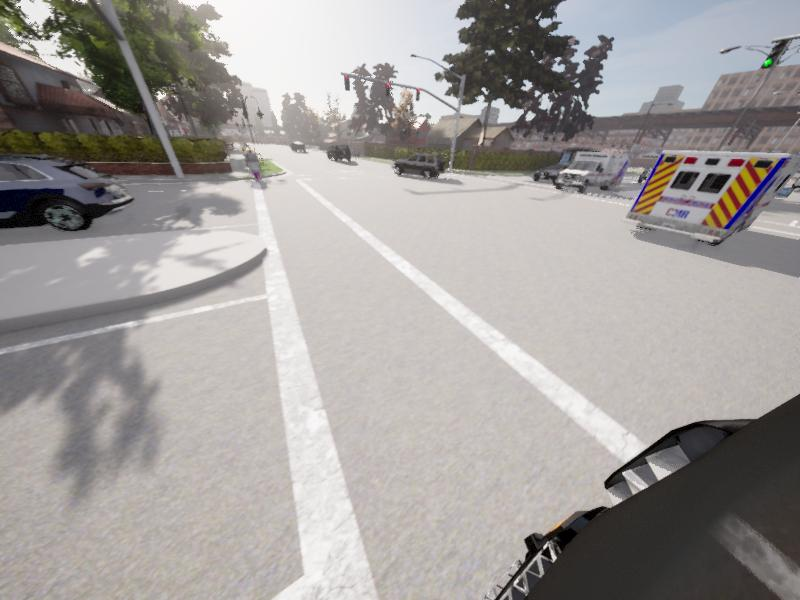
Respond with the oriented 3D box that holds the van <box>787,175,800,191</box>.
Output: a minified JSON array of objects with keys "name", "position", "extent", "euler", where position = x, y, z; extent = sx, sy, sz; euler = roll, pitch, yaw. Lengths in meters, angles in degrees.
[{"name":"van","position":[45.803,-13.392,25.382],"extent":[5.915,2.561,1.988],"euler":[-15,38,-26]}]

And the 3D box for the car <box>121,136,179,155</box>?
[{"name":"car","position":[-27.266,-16.999,25.430],"extent":[3.806,1.475,1.970],"euler":[-15,38,-25]}]

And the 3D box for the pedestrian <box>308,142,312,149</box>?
[{"name":"pedestrian","position":[-29.435,-50.713,75.780],"extent":[0.751,1.860,0.751],"euler":[-16,38,-26]}]

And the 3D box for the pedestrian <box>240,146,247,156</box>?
[{"name":"pedestrian","position":[-21.979,-21.005,32.521],"extent":[0.500,1.100,0.500],"euler":[-15,38,-25]}]

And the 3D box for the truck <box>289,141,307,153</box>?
[{"name":"truck","position":[-24.469,-36.720,55.360],"extent":[2.390,2.098,6.274],"euler":[-16,38,-26]}]

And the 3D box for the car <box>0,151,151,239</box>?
[{"name":"car","position":[-9.941,-2.554,5.543],"extent":[4.856,1.649,2.033],"euler":[-16,38,-26]}]

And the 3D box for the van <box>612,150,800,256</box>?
[{"name":"van","position":[10.866,-3.594,8.014],"extent":[6.366,2.431,2.351],"euler":[-16,38,-26]}]

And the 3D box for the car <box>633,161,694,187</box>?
[{"name":"car","position":[27.395,-13.147,24.025],"extent":[5.566,2.045,2.150],"euler":[-16,38,-26]}]

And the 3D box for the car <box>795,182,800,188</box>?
[{"name":"car","position":[52.561,-14.904,29.020],"extent":[5.027,1.651,2.152],"euler":[-16,38,-26]}]

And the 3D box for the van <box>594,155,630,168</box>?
[{"name":"van","position":[54.431,-35.629,59.469],"extent":[1.988,2.561,5.915],"euler":[-15,38,-25]}]

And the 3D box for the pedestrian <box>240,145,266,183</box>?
[{"name":"pedestrian","position":[-8.460,-7.833,13.346],"extent":[0.751,1.860,0.751],"euler":[-18,39,-29]}]

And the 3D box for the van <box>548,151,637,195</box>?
[{"name":"van","position":[14.384,-9.558,17.260],"extent":[6.366,2.431,2.351],"euler":[-18,39,-28]}]

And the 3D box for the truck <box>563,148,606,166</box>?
[{"name":"truck","position":[53.175,-41.424,66.914],"extent":[2.891,3.827,8.468],"euler":[-15,38,-25]}]

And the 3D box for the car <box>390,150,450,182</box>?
[{"name":"car","position":[1.637,-11.527,19.724],"extent":[4.605,1.855,1.932],"euler":[22,40,25]}]

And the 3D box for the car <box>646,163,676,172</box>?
[{"name":"car","position":[61.854,-31.483,54.892],"extent":[1.994,1.385,4.181],"euler":[-15,38,-25]}]

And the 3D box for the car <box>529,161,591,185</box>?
[{"name":"car","position":[14.679,-11.653,21.163],"extent":[5.027,1.651,2.152],"euler":[-16,38,-26]}]

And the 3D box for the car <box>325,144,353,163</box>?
[{"name":"car","position":[-8.801,-21.123,33.183],"extent":[2.150,2.045,5.566],"euler":[-16,38,-26]}]

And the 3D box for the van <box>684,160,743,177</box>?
[{"name":"van","position":[63.186,-26.640,46.768],"extent":[2.351,2.431,6.366],"euler":[-15,38,-25]}]
